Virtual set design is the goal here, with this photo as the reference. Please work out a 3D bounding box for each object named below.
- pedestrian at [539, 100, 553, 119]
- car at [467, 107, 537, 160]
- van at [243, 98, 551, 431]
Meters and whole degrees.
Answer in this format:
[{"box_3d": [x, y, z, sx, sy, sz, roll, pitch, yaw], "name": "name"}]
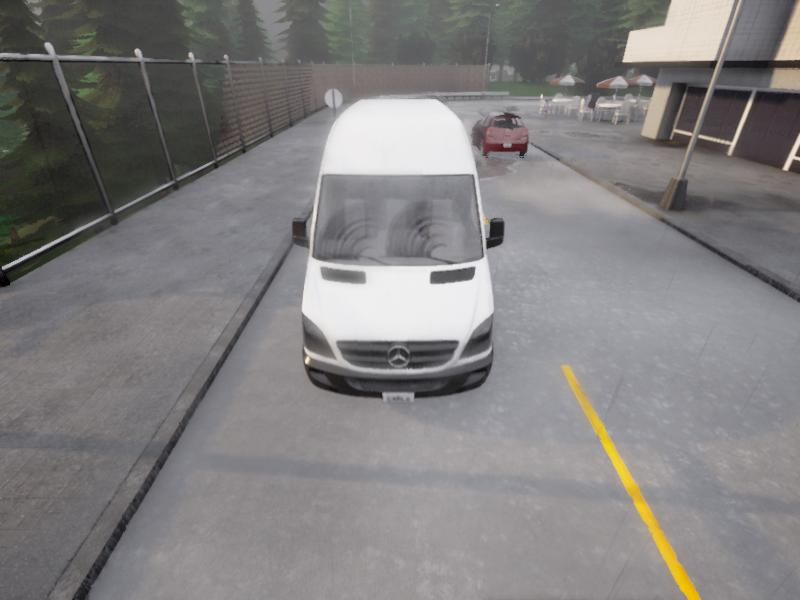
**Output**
[{"box_3d": [9.337, -12.202, 25.627, 0.500, 1.100, 0.500, 1, 30, 1], "name": "pedestrian"}, {"box_3d": [3.971, -6.853, 16.276, 1.845, 1.501, 3.633, 0, 30, 0], "name": "car"}, {"box_3d": [-0.023, -1.320, 5.787, 1.988, 2.561, 5.915, 0, 30, 0], "name": "van"}]
